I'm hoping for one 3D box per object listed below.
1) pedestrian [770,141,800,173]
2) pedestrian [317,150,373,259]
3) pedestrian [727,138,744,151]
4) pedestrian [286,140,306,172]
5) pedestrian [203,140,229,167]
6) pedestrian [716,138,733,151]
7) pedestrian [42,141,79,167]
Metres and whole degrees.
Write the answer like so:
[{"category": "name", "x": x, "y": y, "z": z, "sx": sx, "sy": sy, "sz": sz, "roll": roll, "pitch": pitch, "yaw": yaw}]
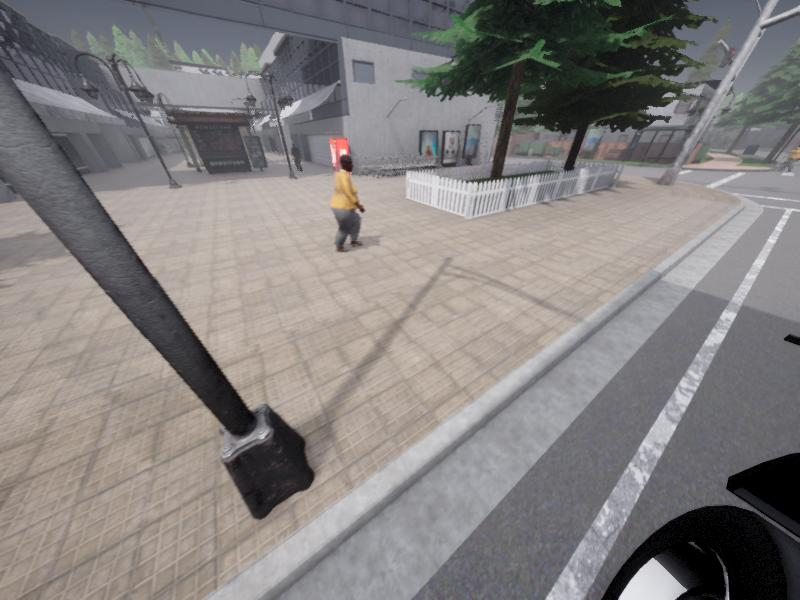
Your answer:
[{"category": "pedestrian", "x": 27.536, "y": -9.958, "z": 16.139, "sx": 0.751, "sy": 1.860, "sz": 0.751, "roll": 13, "pitch": 37, "yaw": 18}, {"category": "pedestrian", "x": -1.072, "y": -1.881, "z": 4.647, "sx": 0.751, "sy": 1.860, "sz": 0.751, "roll": -12, "pitch": 37, "yaw": -16}, {"category": "pedestrian", "x": 59.240, "y": -27.496, "z": 40.806, "sx": 0.751, "sy": 1.860, "sz": 0.751, "roll": 10, "pitch": 37, "yaw": 14}, {"category": "pedestrian", "x": -7.471, "y": -10.325, "z": 16.581, "sx": 0.751, "sy": 1.860, "sz": 0.751, "roll": -21, "pitch": 40, "yaw": -26}, {"category": "pedestrian", "x": -15.155, "y": -12.048, "z": 19.040, "sx": 0.751, "sy": 1.860, "sz": 0.751, "roll": 4, "pitch": 35, "yaw": 6}, {"category": "pedestrian", "x": 56.798, "y": -27.222, "z": 40.434, "sx": 0.751, "sy": 1.860, "sz": 0.751, "roll": 18, "pitch": 39, "yaw": 24}, {"category": "pedestrian", "x": -28.917, "y": -12.441, "z": 19.716, "sx": 0.751, "sy": 1.860, "sz": 0.751, "roll": -9, "pitch": 36, "yaw": -12}]
